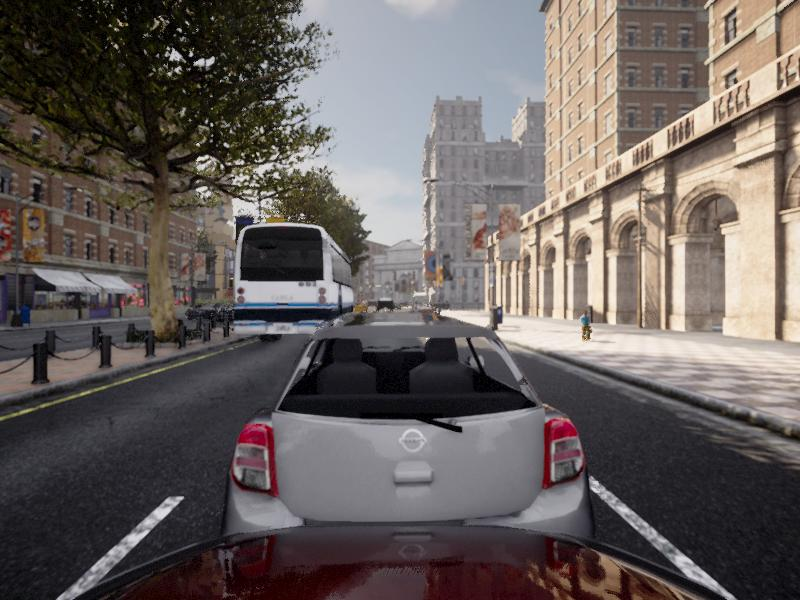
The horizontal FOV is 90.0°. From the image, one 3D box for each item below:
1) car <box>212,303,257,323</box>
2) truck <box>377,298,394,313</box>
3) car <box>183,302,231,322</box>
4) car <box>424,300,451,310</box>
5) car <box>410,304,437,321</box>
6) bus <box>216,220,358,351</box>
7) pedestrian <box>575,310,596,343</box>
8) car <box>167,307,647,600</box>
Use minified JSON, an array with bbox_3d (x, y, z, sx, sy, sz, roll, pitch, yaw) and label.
[{"bbox_3d":[-12.592,0.957,30.693,1.970,1.475,3.806,0,0,-2],"label":"car"},{"bbox_3d":[-2.068,0.732,57.078,2.390,2.098,6.274,0,0,-2],"label":"truck"},{"bbox_3d":[-16.209,0.958,33.876,1.837,1.490,4.892,0,0,-2],"label":"car"},{"bbox_3d":[6.852,0.896,72.664,4.605,1.855,1.932,0,0,-2],"label":"car"},{"bbox_3d":[1.992,1.057,35.487,1.895,1.301,4.718,0,0,-2],"label":"car"},{"bbox_3d":[-4.232,-0.470,18.223,3.944,4.253,10.273,0,0,-2],"label":"bus"},{"bbox_3d":[6.470,0.911,13.980,0.500,1.100,0.500,0,0,-4],"label":"pedestrian"},{"bbox_3d":[-0.056,0.839,3.347,1.845,1.501,3.633,0,0,-4],"label":"car"}]
